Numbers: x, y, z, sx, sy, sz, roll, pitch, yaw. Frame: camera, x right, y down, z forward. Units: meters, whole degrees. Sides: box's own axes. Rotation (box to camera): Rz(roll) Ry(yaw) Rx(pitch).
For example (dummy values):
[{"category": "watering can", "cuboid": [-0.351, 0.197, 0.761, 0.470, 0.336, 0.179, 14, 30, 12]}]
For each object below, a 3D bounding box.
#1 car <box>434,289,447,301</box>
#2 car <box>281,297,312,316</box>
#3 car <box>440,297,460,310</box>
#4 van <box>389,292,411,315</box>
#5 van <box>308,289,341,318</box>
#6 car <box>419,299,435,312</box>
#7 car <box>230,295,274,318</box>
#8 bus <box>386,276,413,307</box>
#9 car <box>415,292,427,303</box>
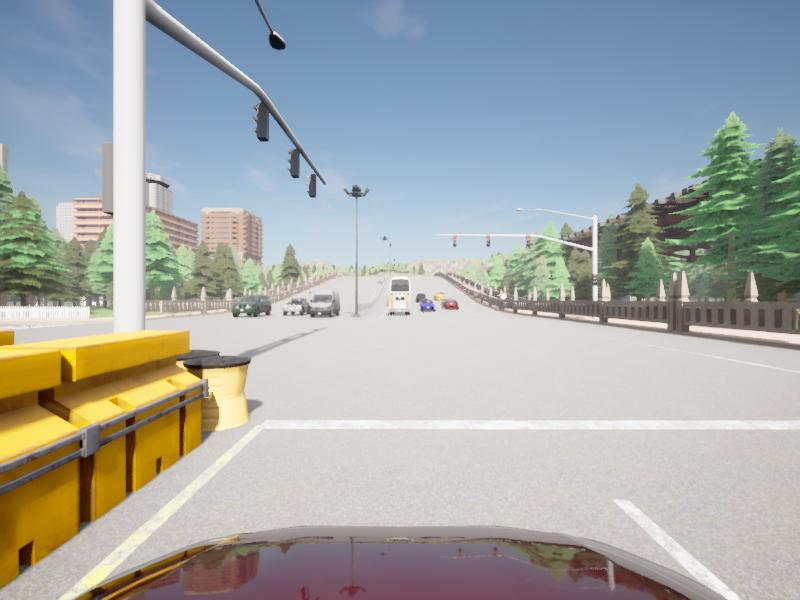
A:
[{"category": "car", "cuboid": [7.107, -0.934, 71.126, 1.801, 1.575, 5.366, 0, 7, 0]}, {"category": "car", "cuboid": [-10.494, 0.636, 40.951, 1.932, 1.855, 4.605, 0, 0, 0]}, {"category": "car", "cuboid": [7.032, 0.413, 56.649, 2.163, 1.488, 4.792, 0, 3, 0]}, {"category": "van", "cuboid": [0.001, 0.342, 45.349, 2.351, 2.431, 6.366, 0, 1, 0]}, {"category": "van", "cuboid": [-7.000, 0.309, 37.755, 1.988, 2.561, 5.915, 0, 0, 0]}, {"category": "car", "cuboid": [3.514, 0.647, 52.114, 1.816, 1.474, 4.193, 0, 2, 0]}, {"category": "car", "cuboid": [-13.998, 0.558, 38.165, 2.150, 2.045, 5.566, 0, 0, 0]}, {"category": "bus", "cuboid": [-0.048, -1.635, 65.049, 3.944, 4.253, 10.273, 0, 6, 0]}, {"category": "car", "cuboid": [3.589, -0.527, 67.935, 1.816, 1.474, 4.193, 0, 6, 0]}]
